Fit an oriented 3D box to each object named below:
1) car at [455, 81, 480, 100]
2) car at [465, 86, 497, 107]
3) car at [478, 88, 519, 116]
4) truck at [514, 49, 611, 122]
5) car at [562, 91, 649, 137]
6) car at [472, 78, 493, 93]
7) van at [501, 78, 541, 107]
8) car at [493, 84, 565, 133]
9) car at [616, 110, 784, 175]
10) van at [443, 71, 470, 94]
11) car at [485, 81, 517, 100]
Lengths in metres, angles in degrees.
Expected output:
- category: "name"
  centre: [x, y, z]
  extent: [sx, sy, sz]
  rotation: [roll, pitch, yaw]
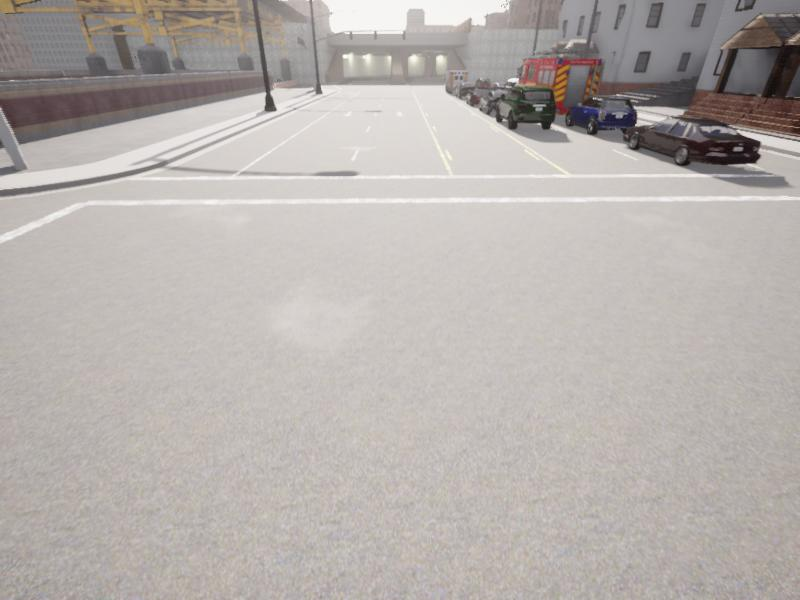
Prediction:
- category: "car"
  centre: [7.035, -22.224, 42.358]
  extent: [1.837, 1.490, 4.892]
  rotation: [0, 31, 0]
- category: "car"
  centre: [7.011, -17.820, 34.977]
  extent: [1.994, 1.385, 4.181]
  rotation: [1, 30, 1]
- category: "car"
  centre: [7.025, -14.421, 29.061]
  extent: [1.837, 1.490, 4.892]
  rotation: [0, 30, 0]
- category: "truck"
  centre: [10.530, -14.765, 27.350]
  extent: [2.891, 3.827, 8.468]
  rotation: [0, 30, 0]
- category: "car"
  centre: [10.520, -9.869, 21.014]
  extent: [2.097, 1.767, 4.553]
  rotation: [0, 30, 0]
- category: "car"
  centre: [10.557, -27.577, 51.365]
  extent: [1.851, 1.617, 3.988]
  rotation: [0, 30, 0]
- category: "van"
  centre: [10.528, -18.412, 35.324]
  extent: [2.069, 2.038, 4.480]
  rotation: [0, 30, 0]
- category: "car"
  centre: [7.022, -10.930, 22.569]
  extent: [2.150, 2.045, 5.566]
  rotation: [0, 30, 0]
- category: "car"
  centre: [10.544, -5.984, 14.797]
  extent: [2.033, 1.411, 5.357]
  rotation: [-1, 31, -2]
- category: "van"
  centre: [7.042, -27.605, 50.611]
  extent: [2.351, 2.431, 6.366]
  rotation: [0, 30, 0]
- category: "car"
  centre: [10.529, -22.083, 42.102]
  extent: [2.128, 1.511, 4.902]
  rotation: [0, 31, 0]
